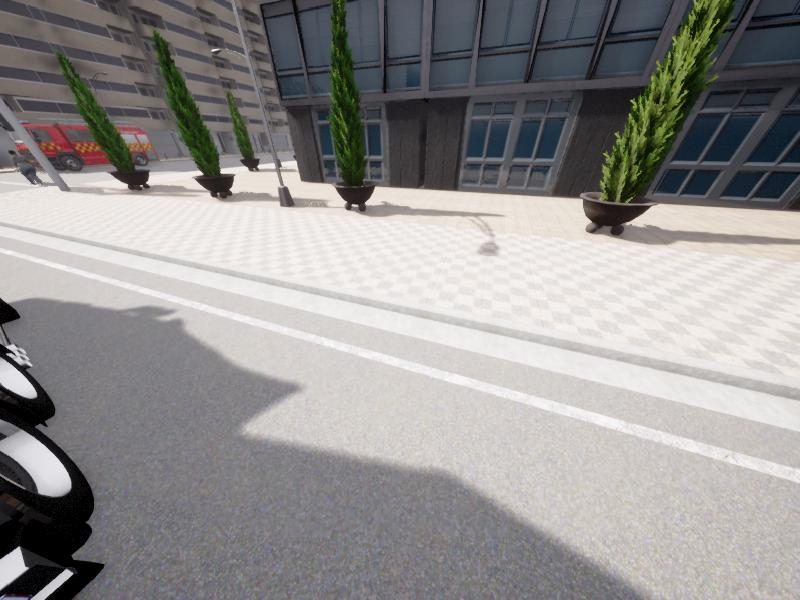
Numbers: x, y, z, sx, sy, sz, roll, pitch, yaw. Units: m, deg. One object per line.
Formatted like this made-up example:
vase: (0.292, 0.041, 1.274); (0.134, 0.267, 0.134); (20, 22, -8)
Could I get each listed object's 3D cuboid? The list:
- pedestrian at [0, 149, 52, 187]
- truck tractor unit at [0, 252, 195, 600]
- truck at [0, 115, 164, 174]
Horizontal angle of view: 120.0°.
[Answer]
pedestrian: (-21.796, -7.650, 13.388); (0.751, 1.860, 0.751); (7, 35, 10)
truck tractor unit: (-5.091, -0.320, 0.810); (6.516, 4.208, 3.053); (19, 39, 25)
truck: (-29.148, -14.682, 21.872); (2.891, 3.827, 8.468); (11, 36, 16)
